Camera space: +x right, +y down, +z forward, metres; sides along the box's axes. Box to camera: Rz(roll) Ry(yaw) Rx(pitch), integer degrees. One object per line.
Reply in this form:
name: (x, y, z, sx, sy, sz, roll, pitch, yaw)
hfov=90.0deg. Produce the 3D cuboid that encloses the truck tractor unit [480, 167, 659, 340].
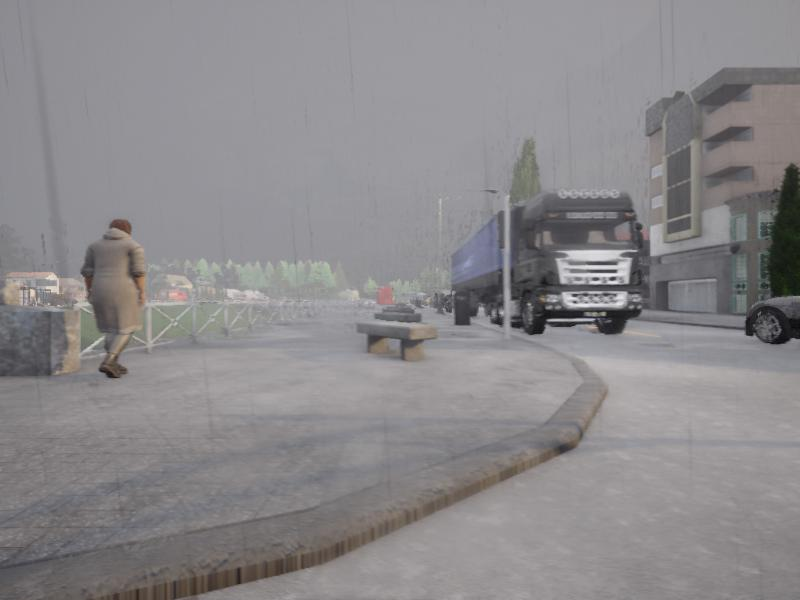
truck tractor unit: (4.797, -1.129, 13.055, 3.053, 4.208, 6.516, 0, 0, 0)

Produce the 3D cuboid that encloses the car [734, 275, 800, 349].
car: (8.932, 0.236, 7.539, 1.970, 1.475, 3.806, 0, 0, -4)

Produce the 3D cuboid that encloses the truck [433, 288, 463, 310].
truck: (4.829, -0.068, 41.310, 2.390, 2.098, 6.274, 0, 0, 0)

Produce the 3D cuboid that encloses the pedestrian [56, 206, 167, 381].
pedestrian: (-3.294, -0.068, 4.644, 0.751, 1.860, 0.751, 0, 0, -1)

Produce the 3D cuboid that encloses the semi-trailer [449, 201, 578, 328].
semi-trailer: (4.795, -1.226, 20.970, 2.717, 4.402, 14.254, 0, 0, 0)

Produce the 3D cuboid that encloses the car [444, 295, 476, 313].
car: (4.824, 0.299, 32.838, 1.994, 1.385, 4.181, 0, 0, 0)

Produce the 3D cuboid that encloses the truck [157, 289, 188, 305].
truck: (-56.815, -0.807, 100.153, 2.891, 3.827, 8.468, 0, 0, 0)
